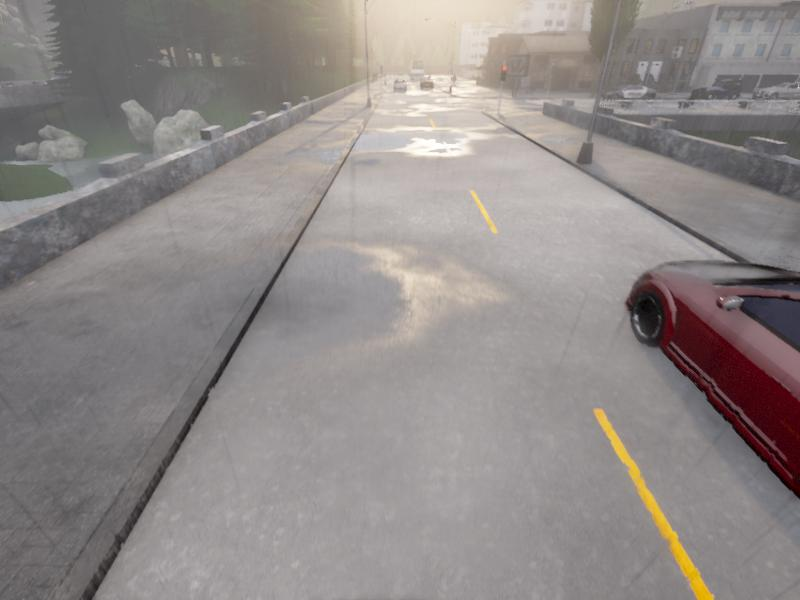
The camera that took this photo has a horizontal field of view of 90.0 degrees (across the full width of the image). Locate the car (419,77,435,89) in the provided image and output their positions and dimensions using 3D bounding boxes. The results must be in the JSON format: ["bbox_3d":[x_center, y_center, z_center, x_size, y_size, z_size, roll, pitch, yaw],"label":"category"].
[{"bbox_3d":[4.088,-33.443,61.567,2.038,1.542,4.974,0,30,0],"label":"car"}]

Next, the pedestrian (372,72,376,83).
[{"bbox_3d":[-5.107,-44.204,79.357,0.751,1.860,0.751,0,30,0],"label":"pedestrian"}]

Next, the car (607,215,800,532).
[{"bbox_3d":[4.018,0.560,3.678,1.994,1.385,4.181,0,30,0],"label":"car"}]

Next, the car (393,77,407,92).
[{"bbox_3d":[0.029,-29.246,54.327,1.851,1.617,3.988,0,30,0],"label":"car"}]

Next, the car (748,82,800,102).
[{"bbox_3d":[37.902,-20.482,39.358,5.027,1.651,2.152,0,30,0],"label":"car"}]

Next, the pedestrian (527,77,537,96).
[{"bbox_3d":[14.567,-23.586,44.145,0.751,1.860,0.751,5,31,9],"label":"pedestrian"}]

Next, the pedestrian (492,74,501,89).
[{"bbox_3d":[14.060,-31.824,58.234,0.751,1.860,0.751,-8,31,-14],"label":"pedestrian"}]

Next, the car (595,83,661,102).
[{"bbox_3d":[22.342,-20.442,39.370,4.974,1.542,2.038,0,30,1],"label":"car"}]

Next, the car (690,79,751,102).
[{"bbox_3d":[31.397,-20.597,39.287,3.866,1.878,1.905,0,30,0],"label":"car"}]
